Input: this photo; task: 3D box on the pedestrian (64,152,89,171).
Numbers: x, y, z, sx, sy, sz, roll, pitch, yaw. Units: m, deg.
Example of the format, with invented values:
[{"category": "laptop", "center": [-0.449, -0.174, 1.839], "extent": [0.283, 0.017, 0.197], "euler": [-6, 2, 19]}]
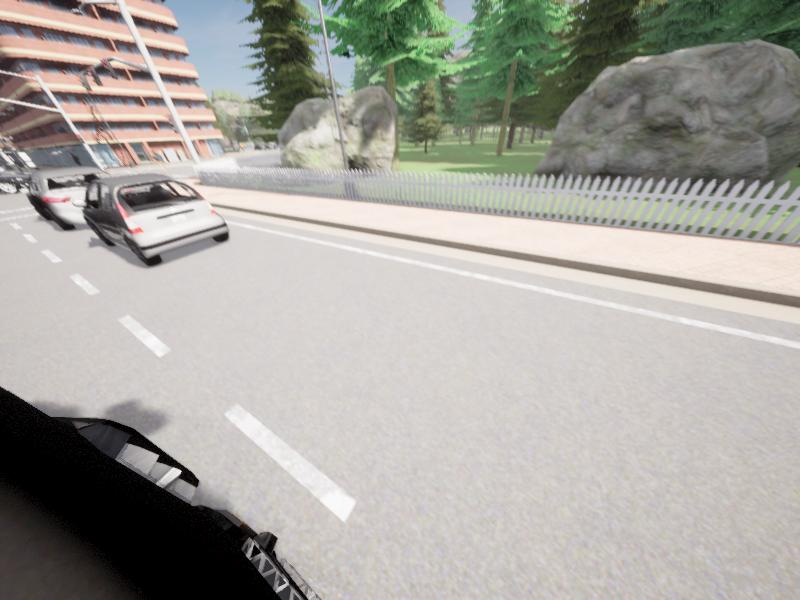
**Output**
[{"category": "pedestrian", "center": [-38.859, -16.690, 27.778], "extent": [0.751, 1.860, 0.751], "euler": [14, 39, 22]}]

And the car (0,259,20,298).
[{"category": "car", "center": [-9.870, -0.852, 4.251], "extent": [4.902, 1.511, 2.128], "euler": [17, 41, 26]}]

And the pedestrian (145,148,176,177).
[{"category": "pedestrian", "center": [-19.068, -10.963, 18.458], "extent": [0.751, 1.860, 0.751], "euler": [15, 40, 23]}]

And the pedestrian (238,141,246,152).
[{"category": "pedestrian", "center": [-32.963, -31.975, 48.190], "extent": [0.751, 1.860, 0.751], "euler": [-13, 37, -13]}]

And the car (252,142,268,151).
[{"category": "car", "center": [-34.068, -37.307, 56.151], "extent": [3.705, 1.549, 1.789], "euler": [27, 46, 35]}]

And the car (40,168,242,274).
[{"category": "car", "center": [-6.300, -2.189, 5.714], "extent": [3.988, 1.617, 1.851], "euler": [17, 41, 26]}]

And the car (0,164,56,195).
[{"category": "car", "center": [-27.092, -7.716, 15.063], "extent": [4.892, 1.490, 1.837], "euler": [-14, 37, -14]}]

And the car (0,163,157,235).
[{"category": "car", "center": [-11.686, -3.869, 8.407], "extent": [4.611, 1.667, 2.242], "euler": [17, 41, 26]}]

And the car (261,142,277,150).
[{"category": "car", "center": [-34.055, -39.947, 59.926], "extent": [3.806, 1.475, 1.970], "euler": [24, 44, 32]}]

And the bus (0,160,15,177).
[{"category": "bus", "center": [-53.638, -17.556, 28.446], "extent": [10.273, 4.253, 3.944], "euler": [17, 41, 26]}]
